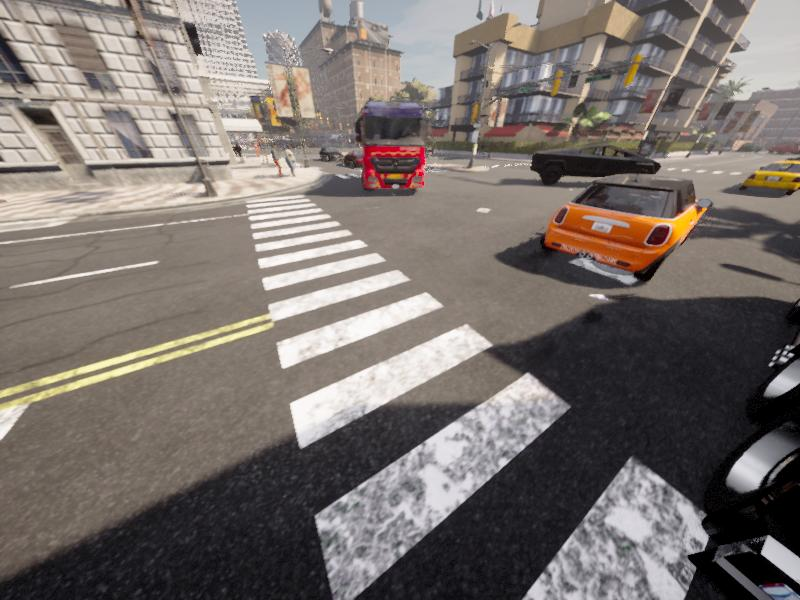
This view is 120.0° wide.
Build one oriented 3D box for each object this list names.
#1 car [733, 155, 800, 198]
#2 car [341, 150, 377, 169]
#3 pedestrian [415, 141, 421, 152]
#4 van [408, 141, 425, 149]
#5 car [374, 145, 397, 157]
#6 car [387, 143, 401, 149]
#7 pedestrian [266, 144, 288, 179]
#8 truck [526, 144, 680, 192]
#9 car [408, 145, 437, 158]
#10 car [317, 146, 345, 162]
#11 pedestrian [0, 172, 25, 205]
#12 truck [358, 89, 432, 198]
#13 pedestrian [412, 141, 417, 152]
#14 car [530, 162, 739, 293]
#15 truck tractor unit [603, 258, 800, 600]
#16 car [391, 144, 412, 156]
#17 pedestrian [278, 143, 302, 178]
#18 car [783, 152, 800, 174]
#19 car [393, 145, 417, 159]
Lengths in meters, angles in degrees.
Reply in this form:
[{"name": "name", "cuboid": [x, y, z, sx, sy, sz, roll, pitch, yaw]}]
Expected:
[{"name": "car", "cuboid": [21.075, -6.911, 12.734, 5.366, 1.575, 1.801, -19, 39, -25]}, {"name": "car", "cuboid": [-4.090, -13.944, 22.827, 1.994, 1.385, 4.181, -18, 39, -24]}, {"name": "pedestrian", "cuboid": [3.708, -31.354, 47.185, 0.751, 1.860, 0.751, -16, 38, -23]}, {"name": "van", "cuboid": [4.732, -45.200, 67.257, 4.480, 2.038, 2.069, -19, 39, -26]}, {"name": "car", "cuboid": [-2.511, -25.208, 38.899, 2.007, 1.525, 4.514, -19, 39, -25]}, {"name": "car", "cuboid": [-1.847, -45.054, 67.442, 3.633, 1.501, 1.845, -19, 39, -26]}, {"name": "pedestrian", "cuboid": [-7.815, -8.827, 14.699, 0.751, 1.860, 0.751, -15, 38, -21]}, {"name": "truck", "cuboid": [11.380, -8.093, 13.896, 6.274, 2.098, 2.390, 14, 37, 19]}, {"name": "car", "cuboid": [3.442, -23.430, 36.418, 1.837, 1.490, 4.892, -19, 39, -25]}, {"name": "car", "cuboid": [-8.758, -18.446, 29.156, 1.837, 1.490, 4.892, -19, 39, -25]}, {"name": "pedestrian", "cuboid": [-15.416, -4.547, 8.484, 0.751, 1.860, 0.751, -24, 42, -31]}, {"name": "truck", "cuboid": [-0.687, -8.892, 13.438, 2.891, 3.827, 8.468, -3, 35, -6]}, {"name": "pedestrian", "cuboid": [3.011, -31.407, 47.256, 0.751, 1.860, 0.751, -5, 35, -8]}, {"name": "car", "cuboid": [5.568, -2.110, 5.511, 4.553, 1.767, 2.097, -23, 41, -30]}, {"name": "truck tractor unit", "cuboid": [5.097, -0.315, 0.799, 6.516, 4.208, 3.053, -19, 39, -25]}, {"name": "car", "cuboid": [0.145, -26.596, 40.846, 1.851, 1.617, 3.988, -19, 39, -25]}, {"name": "pedestrian", "cuboid": [-7.115, -9.086, 15.077, 0.751, 1.860, 0.751, 3, 35, 4]}, {"name": "car", "cuboid": [35.831, -11.916, 20.018, 3.988, 1.617, 1.851, -18, 39, -24]}, {"name": "car", "cuboid": [0.702, -22.191, 34.562, 1.789, 1.549, 3.705, -19, 39, -25]}]
